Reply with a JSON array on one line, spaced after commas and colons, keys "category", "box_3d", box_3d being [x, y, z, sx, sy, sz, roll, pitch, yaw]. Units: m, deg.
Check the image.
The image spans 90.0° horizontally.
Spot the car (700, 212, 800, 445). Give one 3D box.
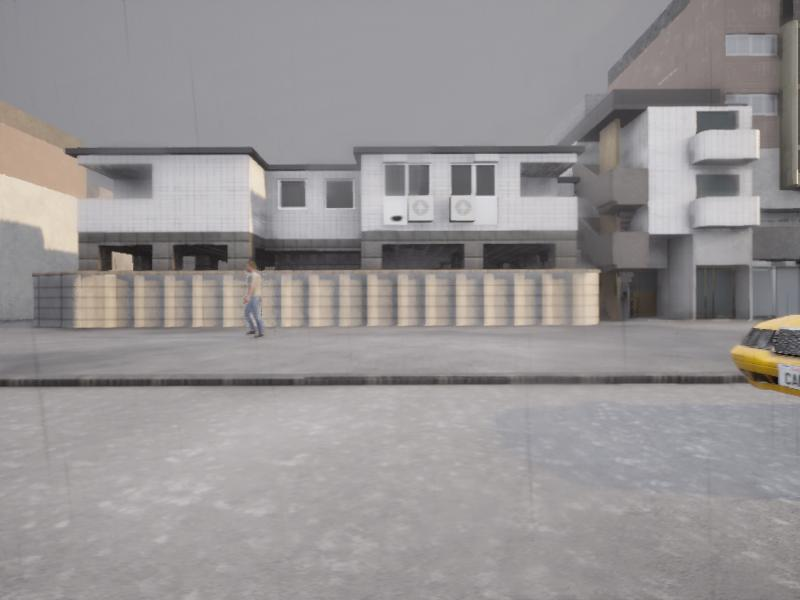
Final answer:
[{"category": "car", "box_3d": [5.386, 0.181, 2.697, 5.366, 1.575, 1.801, 0, 0, 0]}]

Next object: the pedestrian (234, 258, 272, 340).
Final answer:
[{"category": "pedestrian", "box_3d": [-3.483, -0.033, 9.518, 0.751, 1.860, 0.751, 0, 0, -12]}]
